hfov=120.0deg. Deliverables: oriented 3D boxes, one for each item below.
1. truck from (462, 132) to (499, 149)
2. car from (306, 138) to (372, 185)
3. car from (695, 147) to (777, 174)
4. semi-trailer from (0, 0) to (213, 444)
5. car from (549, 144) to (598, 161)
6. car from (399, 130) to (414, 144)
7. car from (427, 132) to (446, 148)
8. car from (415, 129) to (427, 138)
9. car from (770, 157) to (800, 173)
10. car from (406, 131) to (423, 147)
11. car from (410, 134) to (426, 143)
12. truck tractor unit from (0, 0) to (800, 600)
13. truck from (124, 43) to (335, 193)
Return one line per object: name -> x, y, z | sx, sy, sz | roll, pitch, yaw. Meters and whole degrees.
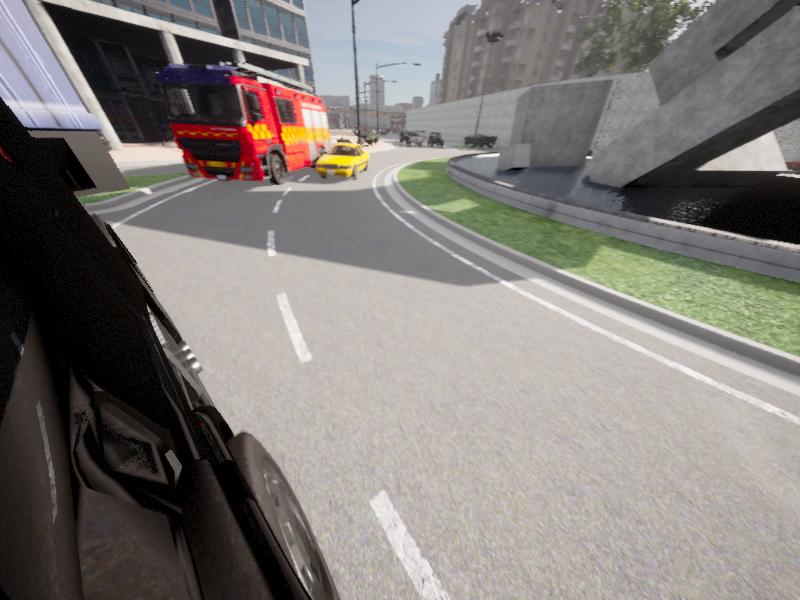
truck -> 13.649, -27.478, 39.715 | 2.390, 2.098, 6.274 | -12, 39, -19
car -> -2.877, -7.575, 12.329 | 1.801, 1.575, 5.366 | 5, 37, 2
car -> 33.303, -14.015, 23.123 | 3.866, 1.878, 1.905 | 17, 39, 18
semi-trailer -> -9.939, -2.167, 2.206 | 14.254, 4.402, 2.717 | 10, 37, 9
car -> 20.806, -17.899, 27.942 | 4.181, 1.385, 1.994 | 11, 37, 11
car -> 1.111, -29.821, 42.199 | 1.905, 1.878, 3.866 | -4, 37, -9
car -> 5.663, -25.355, 36.507 | 1.905, 1.878, 3.866 | -2, 37, -7
car -> 6.649, -53.531, 74.276 | 2.150, 2.045, 5.566 | -6, 38, -11
car -> 44.712, -14.946, 25.630 | 4.718, 1.301, 1.895 | -5, 37, -10
car -> 2.200, -25.335, 36.261 | 1.932, 1.855, 4.605 | -2, 37, -7
car -> 3.526, -32.975, 47.094 | 1.895, 1.301, 4.718 | -6, 38, -11
truck tractor unit -> -2.645, -0.295, 0.351 | 6.516, 4.208, 3.053 | 28, 44, 30
truck -> -6.155, -8.215, 11.088 | 2.891, 3.827, 8.468 | 5, 37, 3
